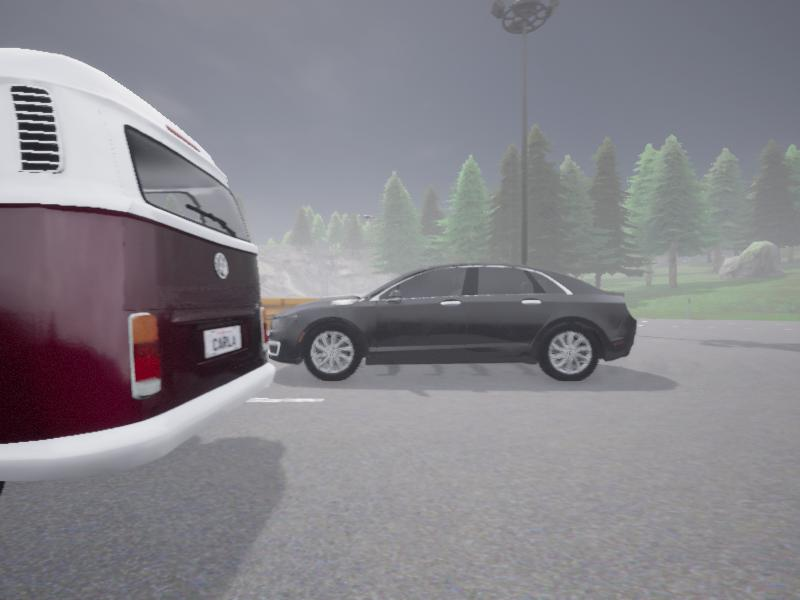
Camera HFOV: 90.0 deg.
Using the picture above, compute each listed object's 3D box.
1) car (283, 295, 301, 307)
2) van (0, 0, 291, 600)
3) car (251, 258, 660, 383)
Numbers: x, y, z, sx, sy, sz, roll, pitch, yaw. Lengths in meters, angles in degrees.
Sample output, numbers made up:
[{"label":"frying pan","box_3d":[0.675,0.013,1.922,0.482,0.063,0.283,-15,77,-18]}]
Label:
[{"label":"car","box_3d":[-14.814,0.081,55.025,2.038,1.542,4.974,0,1,-11]},{"label":"van","box_3d":[-3.126,-0.031,2.199,4.480,2.038,2.069,0,0,0]},{"label":"car","box_3d":[0.664,0.245,5.699,4.892,1.490,1.837,0,0,0]}]
